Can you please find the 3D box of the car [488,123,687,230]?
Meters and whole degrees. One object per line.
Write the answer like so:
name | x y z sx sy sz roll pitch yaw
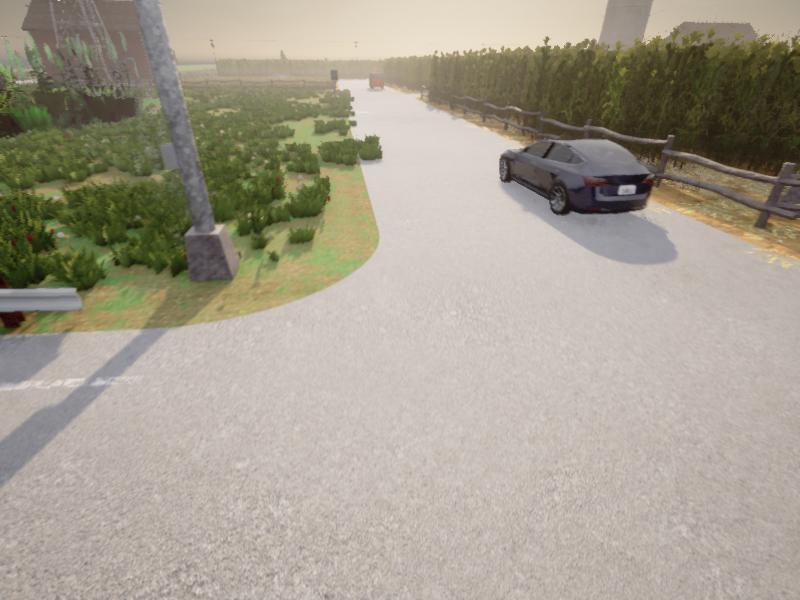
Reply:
car | 4.274 -3.419 10.311 2.163 1.488 4.792 -5 31 -10

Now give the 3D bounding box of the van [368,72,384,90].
van | -3.335 -30.441 55.520 1.775 1.987 4.442 -4 31 -7

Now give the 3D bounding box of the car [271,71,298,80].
car | -23.869 -46.556 82.985 4.974 1.542 2.038 -4 31 -7
